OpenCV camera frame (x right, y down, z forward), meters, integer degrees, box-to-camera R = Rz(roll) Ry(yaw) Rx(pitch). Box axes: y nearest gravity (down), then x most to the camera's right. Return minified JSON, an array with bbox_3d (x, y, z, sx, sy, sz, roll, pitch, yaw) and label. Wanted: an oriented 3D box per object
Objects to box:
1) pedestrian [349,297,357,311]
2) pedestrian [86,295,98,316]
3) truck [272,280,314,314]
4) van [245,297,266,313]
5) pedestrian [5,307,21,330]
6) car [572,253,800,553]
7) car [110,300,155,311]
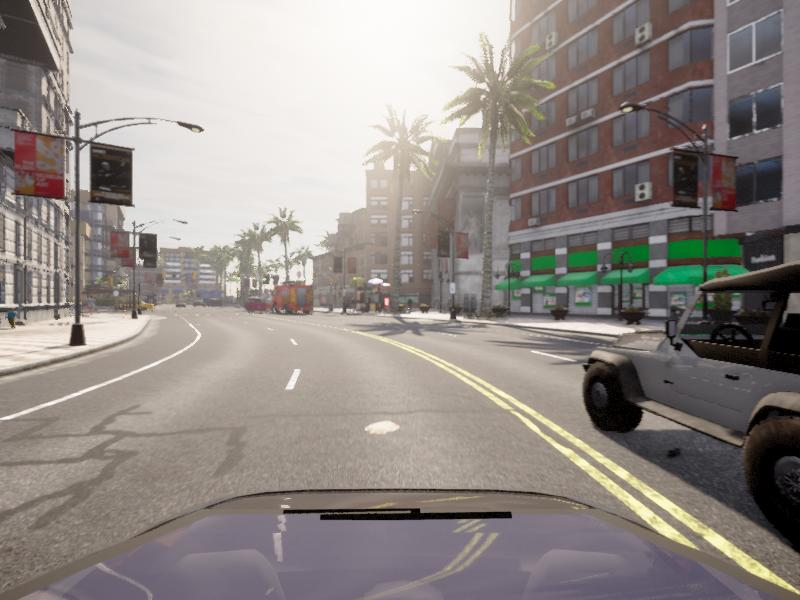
[{"bbox_3d":[-5.943,0.504,50.505,0.751,1.860,0.751,0,0,23],"label":"pedestrian"},{"bbox_3d":[-28.252,0.507,36.660,0.751,1.860,0.751,0,0,-27],"label":"pedestrian"},{"bbox_3d":[-13.400,-0.300,49.518,2.891,3.827,8.468,0,0,-31],"label":"truck"},{"bbox_3d":[-18.553,0.624,51.328,1.775,1.987,4.442,0,0,-31],"label":"van"},{"bbox_3d":[-19.003,0.879,19.650,0.500,1.100,0.500,0,0,-32],"label":"pedestrian"},{"bbox_3d":[3.405,0.646,3.600,1.905,1.878,3.866,0,0,-3],"label":"car"},{"bbox_3d":[-40.349,0.837,60.438,5.366,1.575,1.801,0,0,-23],"label":"car"}]
